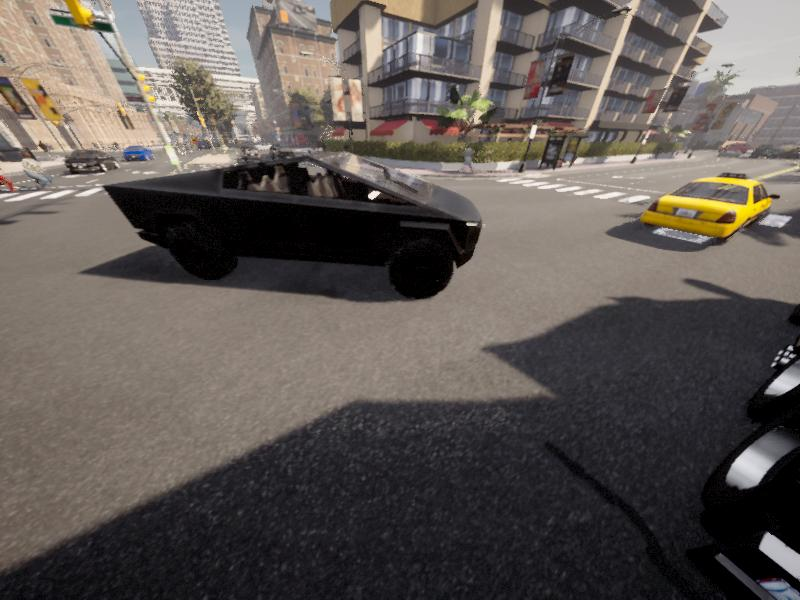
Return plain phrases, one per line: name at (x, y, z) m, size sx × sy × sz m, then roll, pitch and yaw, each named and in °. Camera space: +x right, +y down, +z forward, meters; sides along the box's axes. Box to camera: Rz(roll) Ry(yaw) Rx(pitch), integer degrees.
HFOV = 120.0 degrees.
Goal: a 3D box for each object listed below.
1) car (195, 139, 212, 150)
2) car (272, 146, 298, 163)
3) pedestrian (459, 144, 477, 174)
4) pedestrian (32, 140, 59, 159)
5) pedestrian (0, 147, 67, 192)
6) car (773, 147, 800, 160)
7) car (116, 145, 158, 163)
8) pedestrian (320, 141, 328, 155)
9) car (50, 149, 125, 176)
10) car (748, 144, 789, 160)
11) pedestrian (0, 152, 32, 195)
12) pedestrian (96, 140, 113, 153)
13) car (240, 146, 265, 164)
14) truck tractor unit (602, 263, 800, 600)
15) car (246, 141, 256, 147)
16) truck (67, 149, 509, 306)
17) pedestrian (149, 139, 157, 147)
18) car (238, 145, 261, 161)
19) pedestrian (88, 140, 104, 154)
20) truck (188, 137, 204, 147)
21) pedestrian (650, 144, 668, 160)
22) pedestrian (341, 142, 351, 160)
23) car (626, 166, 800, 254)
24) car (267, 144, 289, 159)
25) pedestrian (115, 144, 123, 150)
car at (-48.629, -38.629, 57.333) m, size 2.150 × 2.045 × 5.566 m, roll -18°, pitch 39°, yaw -25°
car at (-13.923, -17.596, 27.890) m, size 1.837 × 1.490 × 4.892 m, roll -18°, pitch 39°, yaw -25°
pedestrian at (5.150, -10.751, 17.600) m, size 0.751 × 1.860 × 0.751 m, roll 24°, pitch 41°, yaw 29°
pedestrian at (-41.890, -17.828, 27.314) m, size 0.751 × 1.860 × 0.751 m, roll -20°, pitch 39°, yaw -26°
pedestrian at (-18.058, -6.457, 11.456) m, size 0.751 × 1.860 × 0.751 m, roll -16°, pitch 38°, yaw -22°
car at (64.390, -23.805, 37.573) m, size 2.242 × 1.667 × 4.611 m, roll 23°, pitch 41°, yaw 29°
car at (-31.129, -17.492, 27.530) m, size 1.882 × 1.535 × 5.008 m, roll -18°, pitch 39°, yaw -25°
pedestrian at (-12.029, -24.015, 36.516) m, size 0.751 × 1.860 × 0.751 m, roll -18°, pitch 39°, yaw -25°
car at (-24.591, -11.120, 18.464) m, size 1.837 × 1.490 × 4.892 m, roll -18°, pitch 39°, yaw -25°
car at (60.225, -24.349, 37.873) m, size 2.150 × 2.045 × 5.566 m, roll 29°, pitch 44°, yaw 35°
pedestrian at (-18.739, -5.970, 10.747) m, size 0.751 × 1.860 × 0.751 m, roll -20°, pitch 40°, yaw -27°
pedestrian at (-51.582, -26.757, 40.332) m, size 0.751 × 1.860 × 0.751 m, roll -11°, pitch 36°, yaw -15°
car at (-16.690, -16.379, 26.059) m, size 1.789 × 1.549 × 3.705 m, roll -18°, pitch 39°, yaw -25°
truck tractor unit at (5.111, -0.299, 0.788) m, size 6.516 × 4.208 × 3.053 m, roll -18°, pitch 39°, yaw -24°
car at (-53.262, -55.752, 82.540) m, size 2.152 × 1.651 × 5.027 m, roll -18°, pitch 39°, yaw -25°
truck at (-1.667, -1.704, 4.615) m, size 6.274 × 2.098 × 2.390 m, roll 5°, pitch 35°, yaw 7°
pedestrian at (-66.167, -42.041, 61.914) m, size 0.751 × 1.860 × 0.751 m, roll -18°, pitch 39°, yaw -24°
car at (-19.838, -19.419, 30.426) m, size 2.007 × 1.525 × 4.514 m, roll -18°, pitch 39°, yaw -25°
pedestrian at (-51.760, -26.062, 39.330) m, size 0.751 × 1.860 × 0.751 m, roll -17°, pitch 39°, yaw -24°
truck at (-62.465, -48.322, 70.762) m, size 2.627 × 2.467 × 5.204 m, roll -18°, pitch 39°, yaw -25°
pedestrian at (35.384, -20.262, 31.590) m, size 0.751 × 1.860 × 0.751 m, roll -17°, pitch 38°, yaw -23°
pedestrian at (-6.476, -18.016, 27.939) m, size 0.751 × 1.860 × 0.751 m, roll -20°, pitch 40°, yaw -27°
car at (9.620, -2.992, 7.031) m, size 5.366 × 1.575 × 1.801 m, roll -18°, pitch 39°, yaw -25°
car at (-17.154, -20.786, 32.349) m, size 1.851 × 1.617 × 3.988 m, roll -18°, pitch 39°, yaw -25°
pedestrian at (-58.200, -31.773, 47.884) m, size 0.500 × 1.100 × 0.500 m, roll -20°, pitch 40°, yaw -27°
